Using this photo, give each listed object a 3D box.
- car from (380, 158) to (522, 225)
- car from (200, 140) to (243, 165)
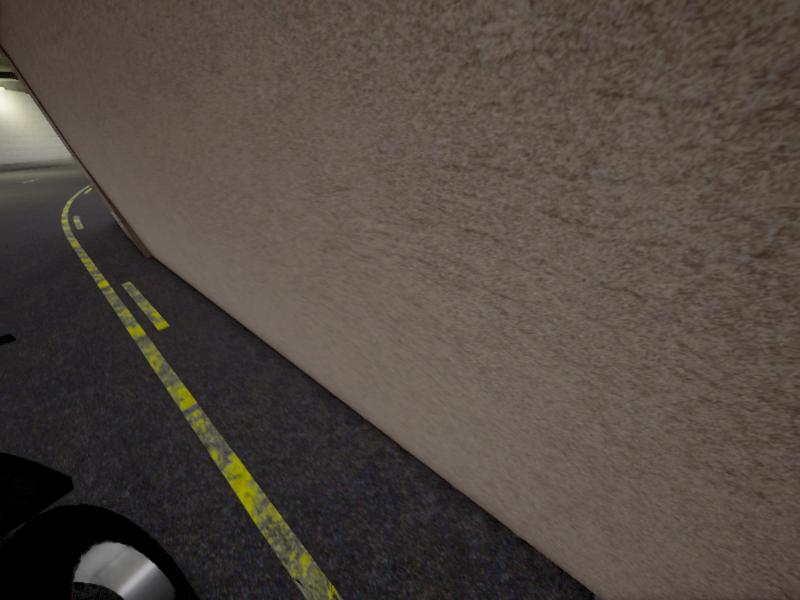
[{"bbox_3d":[1.677,-4.234,8.600,4.514,1.525,2.007,22,41,28],"label":"car"},{"bbox_3d":[-17.914,-15.062,23.493,1.932,1.855,4.605,-11,37,-14],"label":"car"}]
